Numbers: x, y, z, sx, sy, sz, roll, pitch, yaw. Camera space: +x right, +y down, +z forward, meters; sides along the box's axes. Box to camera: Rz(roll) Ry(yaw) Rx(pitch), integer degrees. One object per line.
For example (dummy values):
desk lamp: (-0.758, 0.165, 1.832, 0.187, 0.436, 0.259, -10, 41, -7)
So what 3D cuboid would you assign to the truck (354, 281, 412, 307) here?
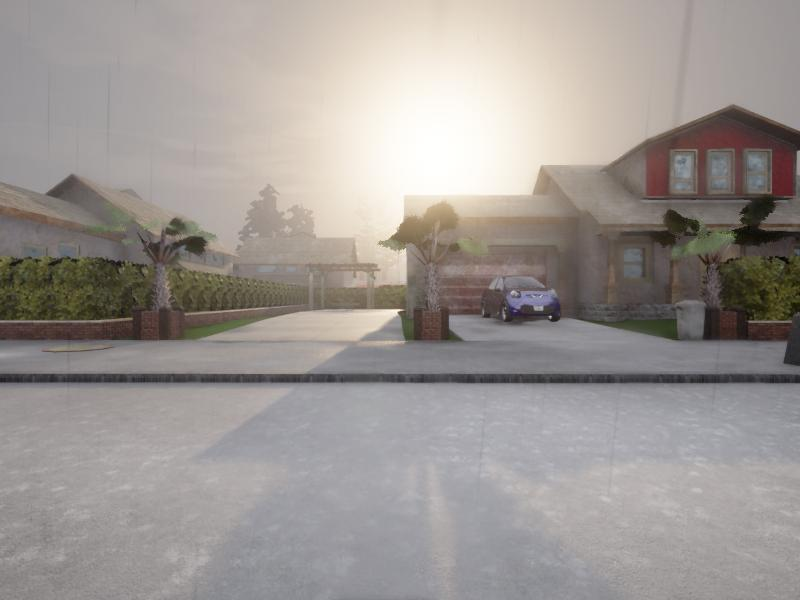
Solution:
truck: (-2.477, -0.921, 60.272, 8.468, 3.827, 2.891, 0, 0, 0)

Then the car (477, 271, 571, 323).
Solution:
car: (3.891, -0.082, 13.247, 1.845, 1.501, 3.633, 0, 0, -3)
